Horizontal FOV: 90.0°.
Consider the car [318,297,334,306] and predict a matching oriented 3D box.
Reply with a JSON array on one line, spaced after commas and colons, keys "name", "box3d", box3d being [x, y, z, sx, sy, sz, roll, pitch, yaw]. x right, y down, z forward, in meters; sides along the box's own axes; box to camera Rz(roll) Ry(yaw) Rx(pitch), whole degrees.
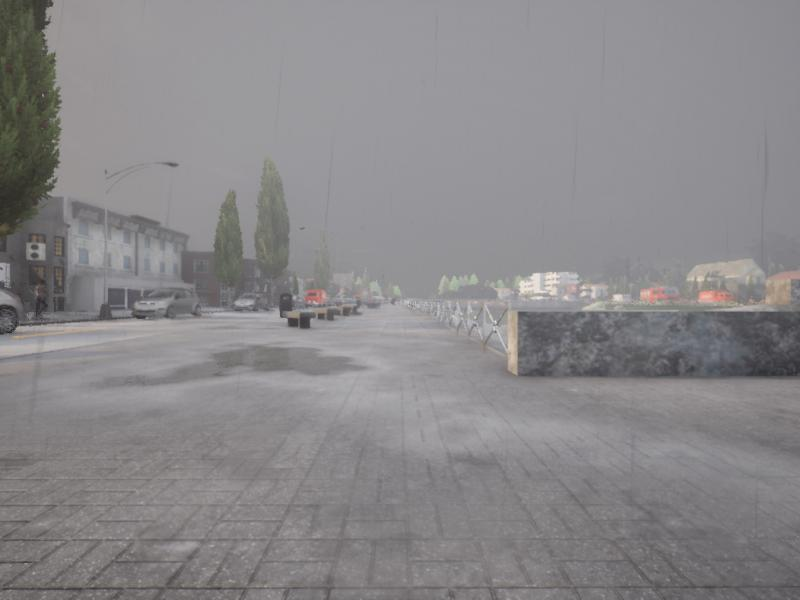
[{"name": "car", "box3d": [-12.427, 0.237, 67.243, 1.837, 1.490, 4.892, 0, 0, 0]}]

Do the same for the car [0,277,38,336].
[{"name": "car", "box3d": [-12.180, 0.173, 9.765, 2.152, 1.651, 5.027, 0, 0, 0]}]

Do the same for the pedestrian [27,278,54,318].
[{"name": "pedestrian", "box3d": [-17.134, -0.077, 19.057, 0.751, 1.860, 0.751, 0, 0, 29]}]

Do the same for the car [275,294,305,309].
[{"name": "car", "box3d": [-12.327, 0.164, 45.109, 1.930, 1.638, 5.238, 0, 0, 0]}]

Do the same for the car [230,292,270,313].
[{"name": "car", "box3d": [-12.274, 0.180, 33.036, 1.851, 1.617, 3.988, 0, 0, 0]}]

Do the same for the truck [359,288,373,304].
[{"name": "truck", "box3d": [-8.579, -0.929, 102.345, 2.891, 3.827, 8.468, 0, 0, 0]}]

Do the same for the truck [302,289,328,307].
[{"name": "truck", "box3d": [-12.384, -0.238, 58.477, 2.627, 2.467, 5.204, 0, -1, 0]}]

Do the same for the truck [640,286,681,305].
[{"name": "truck", "box3d": [53.173, -0.892, 82.074, 2.891, 3.827, 8.468, 0, 0, 0]}]

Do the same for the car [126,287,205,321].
[{"name": "car", "box3d": [-12.221, 0.181, 21.186, 1.851, 1.617, 3.988, 0, 0, 0]}]
